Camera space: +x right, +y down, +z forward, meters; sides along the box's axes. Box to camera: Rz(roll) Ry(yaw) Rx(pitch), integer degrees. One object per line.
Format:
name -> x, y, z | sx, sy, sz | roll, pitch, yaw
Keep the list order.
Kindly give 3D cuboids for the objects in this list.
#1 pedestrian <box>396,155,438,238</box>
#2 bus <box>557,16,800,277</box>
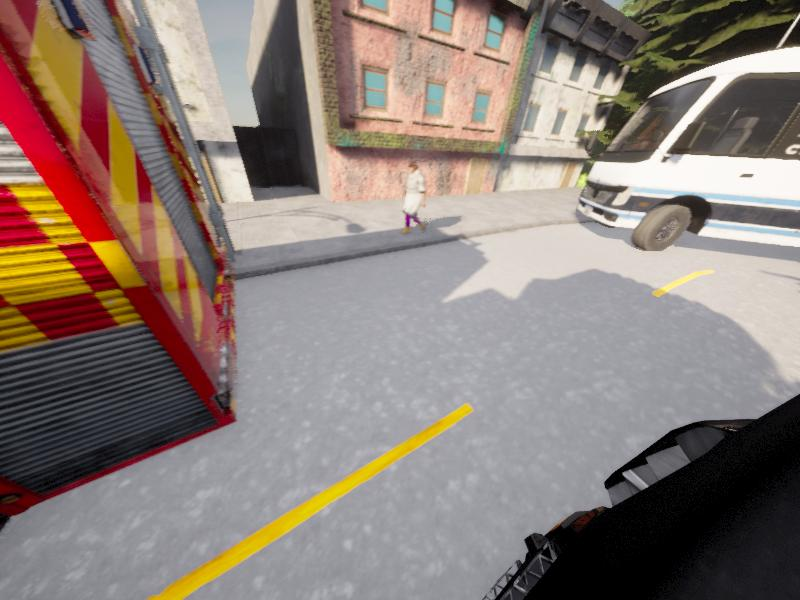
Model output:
pedestrian -> 0.392, -2.713, 6.138 | 0.751, 1.860, 0.751 | -8, 35, -16
bus -> 10.940, -3.158, 5.727 | 10.273, 4.253, 3.944 | 12, 34, 13
